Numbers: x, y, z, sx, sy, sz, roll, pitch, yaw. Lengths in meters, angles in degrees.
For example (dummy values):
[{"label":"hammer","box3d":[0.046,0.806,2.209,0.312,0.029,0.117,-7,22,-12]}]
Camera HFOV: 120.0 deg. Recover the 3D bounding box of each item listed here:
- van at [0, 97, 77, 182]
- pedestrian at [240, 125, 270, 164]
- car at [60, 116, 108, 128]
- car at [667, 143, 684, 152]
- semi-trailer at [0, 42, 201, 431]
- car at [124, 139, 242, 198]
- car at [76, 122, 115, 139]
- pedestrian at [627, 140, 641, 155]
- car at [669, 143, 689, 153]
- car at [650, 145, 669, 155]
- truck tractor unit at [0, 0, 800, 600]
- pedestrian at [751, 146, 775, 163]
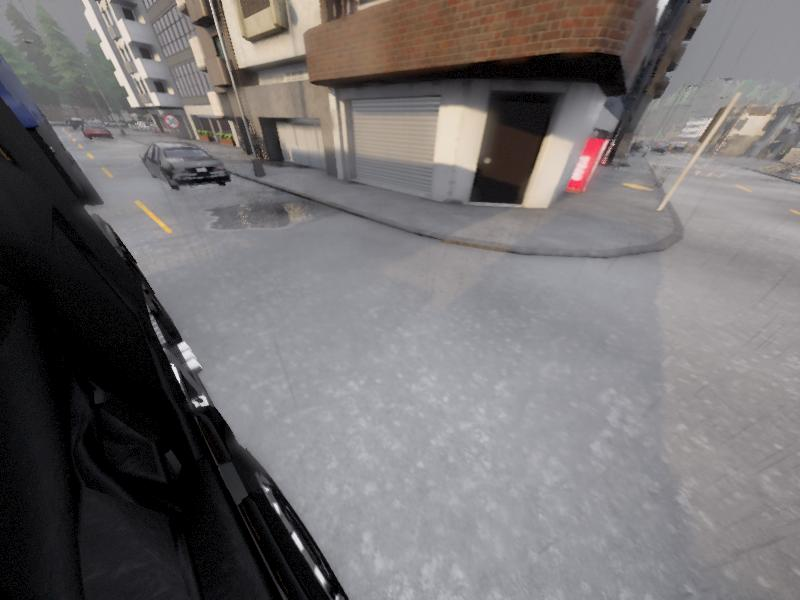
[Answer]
[{"label":"van","box3d":[-16.751,-7.091,10.024,5.915,2.561,1.988,28,44,30]},{"label":"pedestrian","box3d":[-8.656,-9.293,13.824,0.751,1.860,0.751,24,42,26]},{"label":"car","box3d":[-61.607,-34.812,45.231,2.152,1.651,5.027,10,37,11]},{"label":"car","box3d":[68.418,-37.996,57.481,1.801,1.575,5.366,28,44,30]},{"label":"semi-trailer","box3d":[-8.702,-3.589,4.242,14.254,4.402,2.717,28,44,30]},{"label":"car","box3d":[-8.910,-5.571,9.422,5.357,1.411,2.033,28,44,30]},{"label":"car","box3d":[-34.002,-18.901,25.787,4.181,1.385,1.994,28,44,30]},{"label":"pedestrian","box3d":[36.613,-23.937,36.233,0.751,1.860,0.751,26,42,28]},{"label":"car","box3d":[63.766,-34.836,52.907,1.930,1.638,5.238,28,44,30]},{"label":"car","box3d":[50.039,-29.034,44.567,1.895,1.301,4.718,28,44,30]},{"label":"truck tractor unit","box3d":[-2.645,-0.295,0.351,6.516,4.208,3.053,28,44,30]},{"label":"pedestrian","box3d":[48.331,-19.339,30.781,0.751,1.860,0.751,27,43,29]}]
